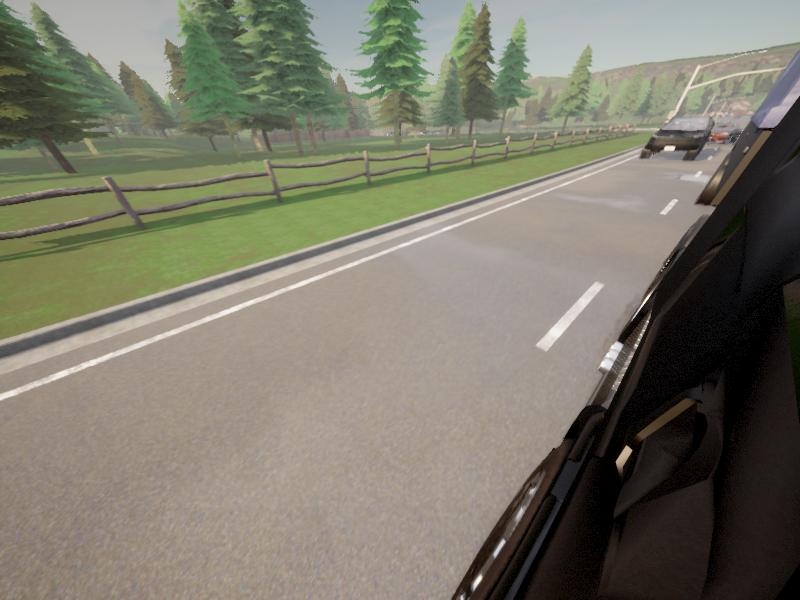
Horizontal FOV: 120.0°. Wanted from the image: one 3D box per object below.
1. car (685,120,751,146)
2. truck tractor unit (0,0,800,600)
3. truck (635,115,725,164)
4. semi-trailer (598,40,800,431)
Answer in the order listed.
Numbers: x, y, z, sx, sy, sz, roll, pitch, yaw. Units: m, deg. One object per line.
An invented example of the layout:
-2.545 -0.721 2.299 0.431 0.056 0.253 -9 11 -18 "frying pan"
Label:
28.428 -14.930 20.657 5.027 1.651 2.152 -22 41 -24 "car"
2.645 -0.295 0.352 6.516 4.208 3.053 -28 44 -30 "truck tractor unit"
17.691 -10.197 14.550 6.274 2.098 2.390 -29 44 -31 "truck"
8.687 -3.596 4.263 14.254 4.402 2.717 -28 43 -30 "semi-trailer"
